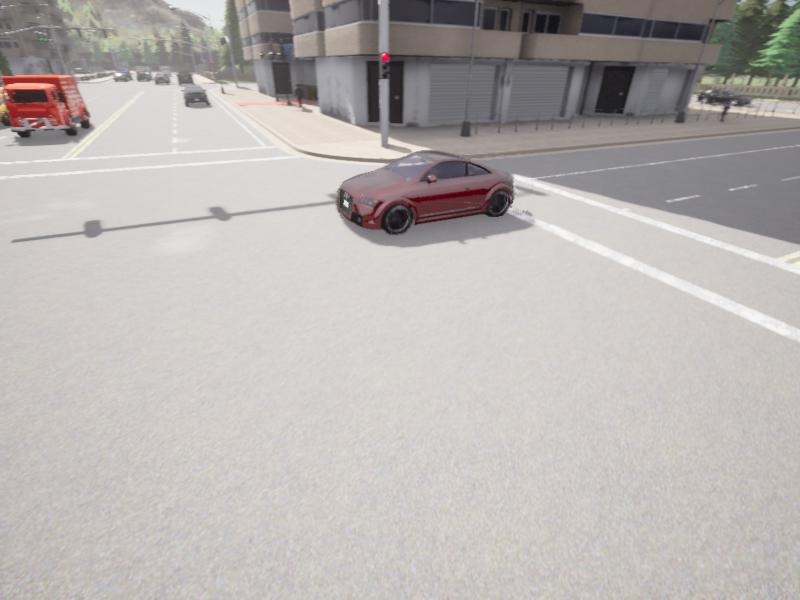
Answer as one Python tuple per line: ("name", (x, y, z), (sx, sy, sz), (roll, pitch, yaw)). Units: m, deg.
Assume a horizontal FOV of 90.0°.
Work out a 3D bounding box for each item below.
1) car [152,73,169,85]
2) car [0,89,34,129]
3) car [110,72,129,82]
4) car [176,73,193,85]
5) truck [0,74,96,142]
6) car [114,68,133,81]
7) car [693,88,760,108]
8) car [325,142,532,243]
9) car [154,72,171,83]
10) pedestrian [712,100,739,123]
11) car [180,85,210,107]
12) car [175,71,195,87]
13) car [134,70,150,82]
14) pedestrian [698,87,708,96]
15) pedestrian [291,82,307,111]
("car", (-39.508, -36.542, 66.158), (2.038, 1.542, 4.974), (-13, 33, -23))
("car", (-22.355, -10.558, 22.010), (1.801, 1.575, 5.366), (-13, 33, -22))
("car", (-51.546, -41.045, 73.669), (2.163, 1.488, 4.792), (-13, 33, -23))
("car", (-36.958, -37.873, 68.572), (2.242, 1.667, 4.611), (-13, 33, -23))
("truck", (-17.100, -9.424, 19.325), (2.627, 2.467, 5.204), (-13, 33, -23))
("car", (-55.191, -45.110, 79.993), (2.150, 2.045, 5.566), (-13, 33, -23))
("car", (33.465, -20.831, 41.201), (1.837, 1.490, 4.892), (-13, 33, -23))
("car", (0.636, -2.652, 9.283), (4.181, 1.385, 1.994), (-13, 33, -23))
("car", (-43.569, -40.770, 73.364), (2.242, 1.667, 4.611), (-13, 33, -23))
("pedestrian", (21.479, -12.437, 26.402), (0.751, 1.300, 0.751), (-13, 33, -23))
("car", (-17.568, -17.520, 34.241), (1.812, 1.442, 4.674), (-13, 33, -23))
("car", (-33.342, -34.335, 62.036), (2.150, 2.045, 5.566), (-13, 33, -23))
("car", (-48.809, -42.378, 75.646), (1.905, 1.878, 3.866), (-13, 33, -23))
("pedestrian", (41.392, -28.512, 54.661), (0.500, 1.100, 0.500), (-12, 33, -21))
("pedestrian", (-7.374, -14.907, 29.273), (0.751, 1.860, 0.751), (-19, 36, -31))
